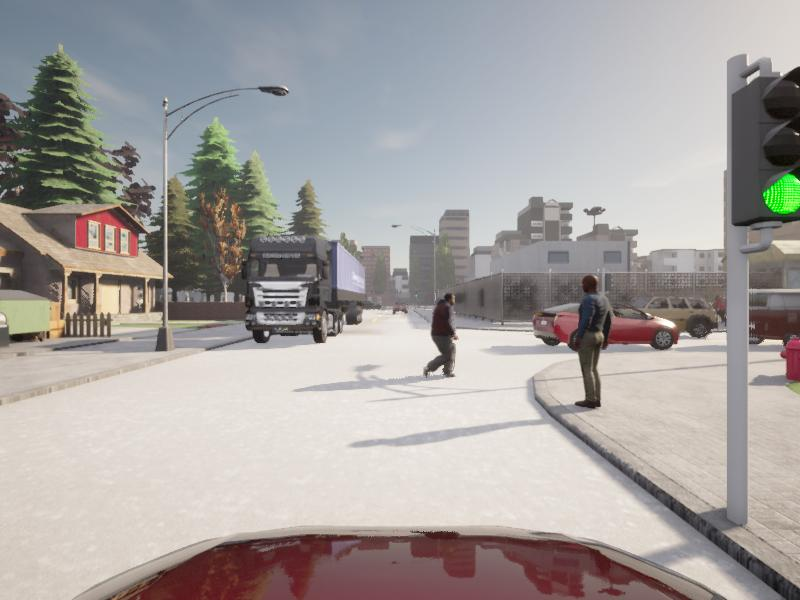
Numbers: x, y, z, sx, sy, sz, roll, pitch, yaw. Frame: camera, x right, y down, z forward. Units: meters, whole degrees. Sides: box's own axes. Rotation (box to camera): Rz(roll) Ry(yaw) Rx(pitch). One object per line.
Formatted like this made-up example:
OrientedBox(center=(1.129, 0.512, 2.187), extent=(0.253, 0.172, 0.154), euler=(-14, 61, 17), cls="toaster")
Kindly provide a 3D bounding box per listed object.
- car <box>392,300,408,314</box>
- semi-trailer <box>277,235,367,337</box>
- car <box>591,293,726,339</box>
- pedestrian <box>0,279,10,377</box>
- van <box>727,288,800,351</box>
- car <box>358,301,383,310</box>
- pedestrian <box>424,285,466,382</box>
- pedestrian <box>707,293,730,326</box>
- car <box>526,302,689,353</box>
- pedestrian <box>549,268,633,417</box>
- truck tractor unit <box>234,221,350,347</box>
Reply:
OrientedBox(center=(0.012, 0.792, 48.288), extent=(1.851, 1.617, 3.988), euler=(0, 0, 0), cls="car")
OrientedBox(center=(-4.000, -0.616, 24.498), extent=(2.717, 4.402, 14.254), euler=(0, 0, 0), cls="semi-trailer")
OrientedBox(center=(11.103, 0.657, 17.449), extent=(4.605, 1.855, 1.932), euler=(1, 0, 0), cls="car")
OrientedBox(center=(-7.914, 0.534, 7.377), extent=(0.751, 1.860, 0.751), euler=(0, 0, -14), cls="pedestrian")
OrientedBox(center=(13.922, 0.601, 13.436), extent=(4.442, 1.987, 1.775), euler=(0, 0, -1), cls="van")
OrientedBox(center=(-5.095, 0.860, 68.695), extent=(4.193, 1.474, 1.816), euler=(0, 0, 44), cls="car")
OrientedBox(center=(0.892, 0.638, 8.052), extent=(0.751, 1.860, 0.751), euler=(0, 0, -1), cls="pedestrian")
OrientedBox(center=(18.193, 0.526, 22.842), extent=(0.751, 1.860, 0.751), euler=(0, 0, 7), cls="pedestrian")
OrientedBox(center=(6.748, 0.829, 13.258), extent=(4.514, 1.525, 2.007), euler=(0, 0, -9), cls="car")
OrientedBox(center=(2.626, 0.535, 5.520), extent=(0.751, 1.860, 0.751), euler=(0, 0, -29), cls="pedestrian")
OrientedBox(center=(-3.998, -0.515, 16.587), extent=(3.053, 4.208, 6.516), euler=(0, 0, 0), cls="truck tractor unit")
